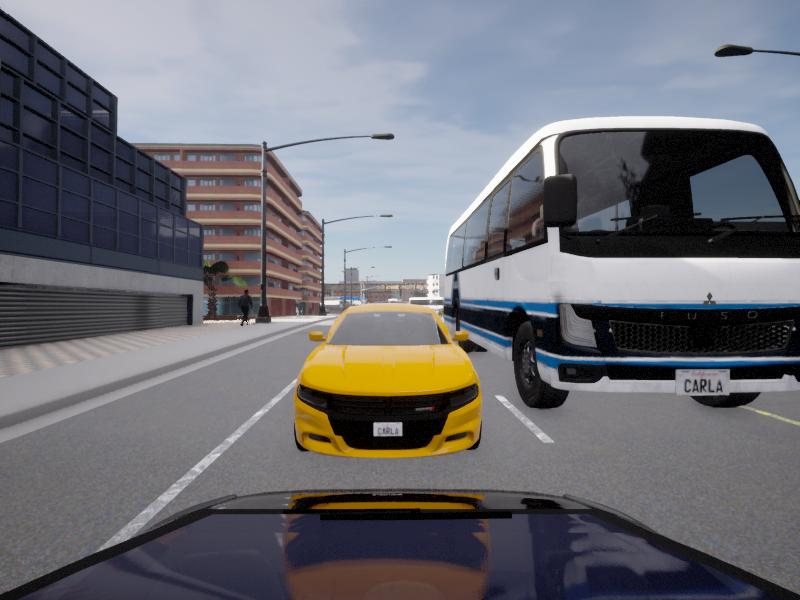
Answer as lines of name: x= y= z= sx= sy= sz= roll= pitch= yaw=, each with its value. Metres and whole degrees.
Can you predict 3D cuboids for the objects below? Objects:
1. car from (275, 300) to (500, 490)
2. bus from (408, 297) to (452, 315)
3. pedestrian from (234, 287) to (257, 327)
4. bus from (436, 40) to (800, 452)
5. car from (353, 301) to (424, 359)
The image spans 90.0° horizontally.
car: x=-0.158 y=0.790 z=5.854 sx=1.882 sy=1.535 sz=5.008 roll=0 pitch=1 yaw=-1
bus: x=7.440 y=1.455 z=99.210 sx=10.273 sy=4.253 sz=3.944 roll=0 pitch=-1 yaw=22
pedestrian: x=-7.395 y=0.338 z=19.200 sx=0.751 sy=1.860 sz=0.751 roll=0 pitch=-1 yaw=10
bus: x=3.384 y=-0.601 z=9.306 sx=3.944 sy=4.253 sz=10.273 roll=0 pitch=1 yaw=-1
car: x=-0.325 y=0.768 z=12.619 sx=1.812 sy=1.442 sz=4.674 roll=0 pitch=1 yaw=-1
